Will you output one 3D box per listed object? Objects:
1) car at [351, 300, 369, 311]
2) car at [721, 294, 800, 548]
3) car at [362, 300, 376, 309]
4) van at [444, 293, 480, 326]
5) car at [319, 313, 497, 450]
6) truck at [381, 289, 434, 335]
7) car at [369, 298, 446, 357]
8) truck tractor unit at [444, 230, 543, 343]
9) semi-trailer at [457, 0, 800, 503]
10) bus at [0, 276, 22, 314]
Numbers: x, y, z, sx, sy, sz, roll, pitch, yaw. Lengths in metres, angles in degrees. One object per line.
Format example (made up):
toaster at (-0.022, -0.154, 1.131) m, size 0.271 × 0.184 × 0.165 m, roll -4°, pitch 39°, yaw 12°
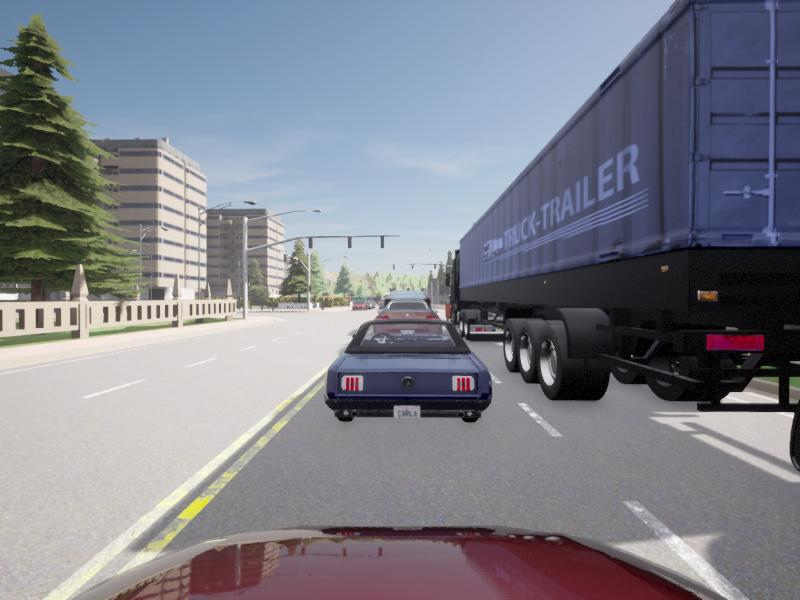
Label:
car at (-5.934, 0.828, 60.011) m, size 2.007 × 1.525 × 4.514 m, roll 0°, pitch 0°, yaw 3°
car at (3.507, 0.780, 0.593) m, size 1.930 × 1.638 × 5.238 m, roll 0°, pitch 0°, yaw 1°
car at (-5.621, 0.777, 73.200) m, size 2.033 × 1.649 × 4.856 m, roll 0°, pitch 0°, yaw 1°
van at (4.008, 0.598, 26.517) m, size 1.775 × 1.987 × 4.442 m, roll 0°, pitch 0°, yaw 1°
car at (0.126, 0.944, 6.620) m, size 1.895 × 1.301 × 4.718 m, roll 0°, pitch 0°, yaw 1°
truck at (0.401, 0.543, 21.243) m, size 2.390 × 2.098 × 6.274 m, roll 0°, pitch 0°, yaw 1°
car at (0.260, 0.780, 13.741) m, size 2.152 × 1.651 × 5.027 m, roll 0°, pitch 0°, yaw 1°
truck tractor unit at (3.843, -0.514, 18.114) m, size 3.053 × 4.208 × 6.516 m, roll 0°, pitch 0°, yaw 1°
semi-trailer at (3.699, -0.618, 10.202) m, size 2.717 × 4.402 × 14.254 m, roll 0°, pitch 0°, yaw 1°
bus at (-49.263, -0.534, 44.816) m, size 10.273 × 4.253 × 3.944 m, roll 0°, pitch 0°, yaw 1°
